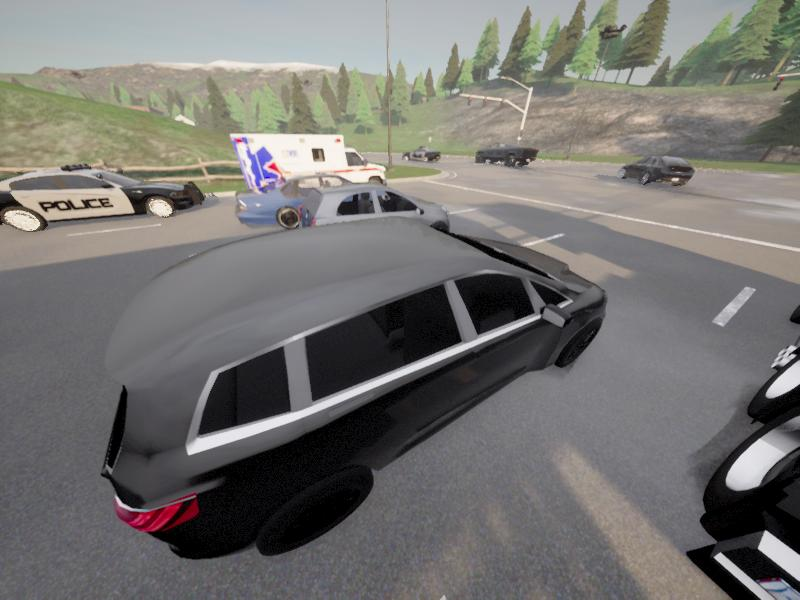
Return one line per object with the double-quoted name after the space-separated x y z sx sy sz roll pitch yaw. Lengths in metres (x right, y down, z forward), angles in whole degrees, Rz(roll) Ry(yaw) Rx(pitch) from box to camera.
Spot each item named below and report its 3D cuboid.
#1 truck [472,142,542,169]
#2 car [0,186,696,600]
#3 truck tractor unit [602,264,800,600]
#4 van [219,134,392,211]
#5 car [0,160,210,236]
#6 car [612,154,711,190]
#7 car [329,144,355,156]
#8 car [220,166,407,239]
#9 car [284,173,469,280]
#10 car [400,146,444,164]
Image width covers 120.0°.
10.928 -15.359 24.350 2.390 2.098 6.274 -15 38 -24 "truck"
0.243 0.018 2.522 4.611 1.667 2.242 -18 39 -24 "car"
5.111 -0.300 0.790 6.516 4.208 3.053 -18 39 -24 "truck tractor unit"
-3.732 -5.903 10.368 6.366 2.431 2.351 -18 39 -24 "van"
-9.941 -3.562 7.654 5.238 1.638 1.930 -18 39 -25 "car"
16.119 -8.292 14.723 1.837 1.490 4.892 11 36 12 "car"
-9.891 -25.701 39.572 3.988 1.617 1.851 17 38 22 "car"
-2.597 -3.545 7.883 5.357 1.411 2.033 -18 39 -24 "car"
-0.486 -1.988 5.530 3.633 1.501 1.845 -18 39 -24 "car"
2.531 -17.877 28.334 5.238 1.638 1.930 28 43 34 "car"
